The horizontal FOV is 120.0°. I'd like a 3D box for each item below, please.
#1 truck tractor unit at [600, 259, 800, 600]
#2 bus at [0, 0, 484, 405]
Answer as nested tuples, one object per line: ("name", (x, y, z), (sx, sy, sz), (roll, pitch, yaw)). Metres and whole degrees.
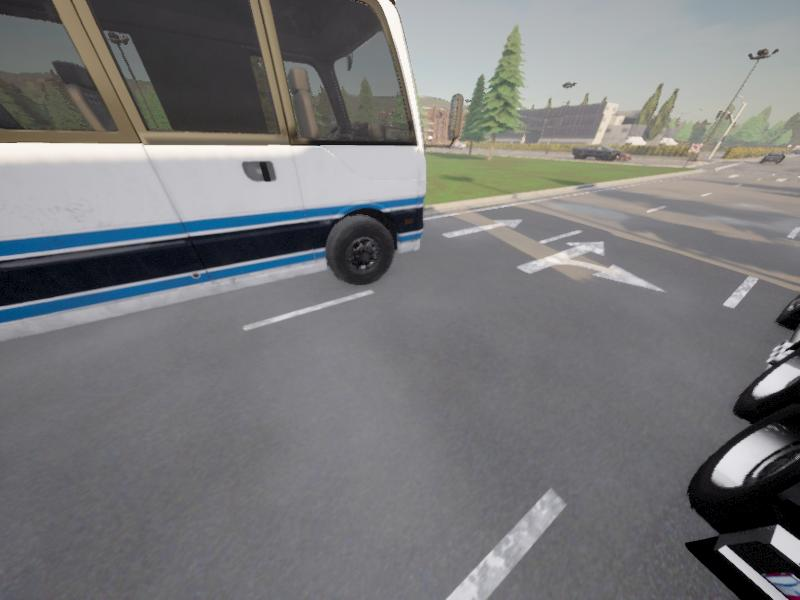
("truck tractor unit", (5.154, -0.249, 0.786), (6.516, 4.208, 3.053), (-17, 42, -25))
("bus", (-4.423, -1.867, 2.964), (10.273, 4.253, 3.944), (-18, 39, -25))
